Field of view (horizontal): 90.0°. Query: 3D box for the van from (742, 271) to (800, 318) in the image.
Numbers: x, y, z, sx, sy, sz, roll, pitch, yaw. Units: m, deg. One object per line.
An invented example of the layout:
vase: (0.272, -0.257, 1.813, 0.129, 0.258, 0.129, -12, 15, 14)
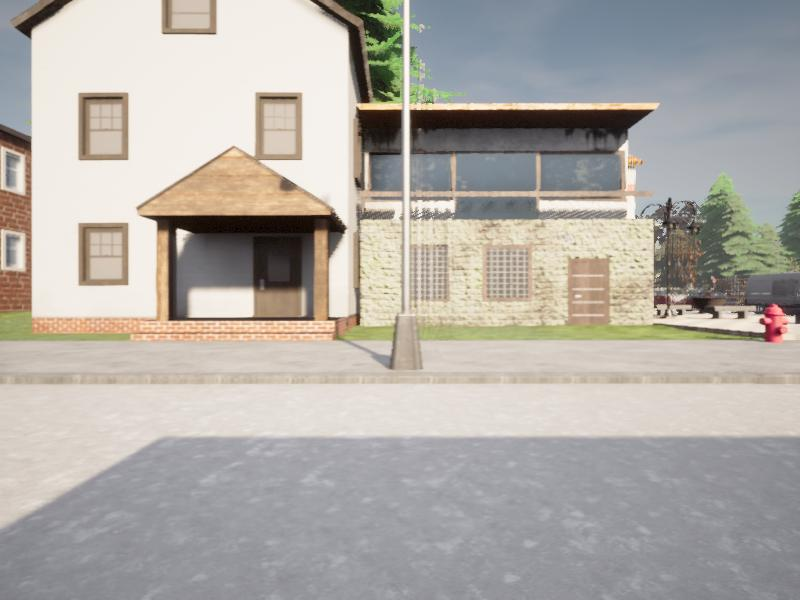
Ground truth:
van: (22.896, -0.302, 22.665, 1.988, 2.561, 5.915, 0, 0, 1)

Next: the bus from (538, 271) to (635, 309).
bus: (22.944, -1.160, 49.838, 3.944, 4.253, 10.273, 0, 0, -39)

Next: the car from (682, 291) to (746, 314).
car: (22.801, 0.191, 29.226, 1.789, 1.549, 3.705, 0, 0, 0)

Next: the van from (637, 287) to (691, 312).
van: (22.763, -0.025, 34.721, 1.775, 1.987, 4.442, 0, 0, -1)
